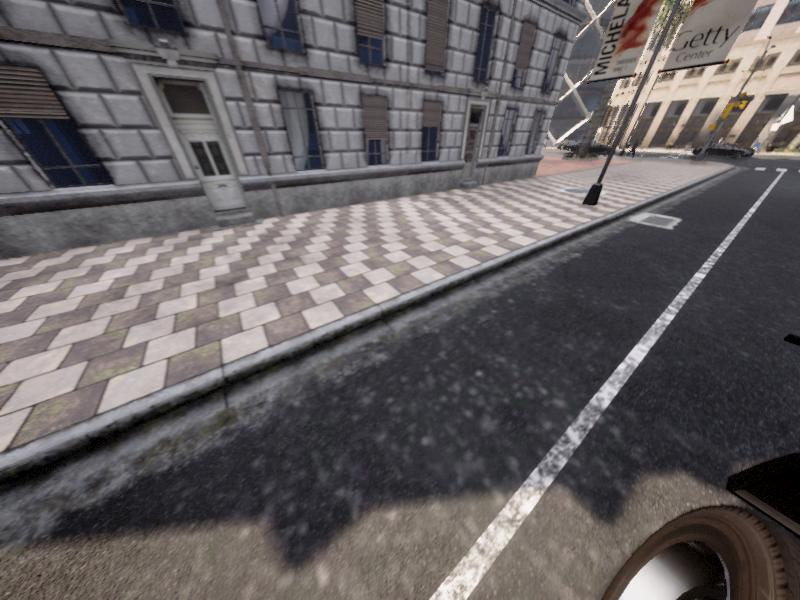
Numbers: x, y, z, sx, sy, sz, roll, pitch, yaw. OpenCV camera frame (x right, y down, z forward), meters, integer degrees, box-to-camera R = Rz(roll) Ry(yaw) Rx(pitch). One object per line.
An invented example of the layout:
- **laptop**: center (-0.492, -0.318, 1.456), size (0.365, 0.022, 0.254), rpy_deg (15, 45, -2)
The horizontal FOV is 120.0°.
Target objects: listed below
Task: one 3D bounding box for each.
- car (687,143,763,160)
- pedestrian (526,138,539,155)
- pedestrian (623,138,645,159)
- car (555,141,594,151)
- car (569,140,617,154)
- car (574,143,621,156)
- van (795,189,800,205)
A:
- **car**: center (38.150, -17.643, 27.294), size (2.128, 1.511, 4.902), rpy_deg (-22, 41, -28)
- **pedestrian**: center (17.789, -20.564, 30.994), size (0.751, 1.860, 0.751), rpy_deg (28, 44, 34)
- **pedestrian**: center (25.146, -16.296, 24.884), size (0.751, 1.860, 0.751), rpy_deg (12, 37, 17)
- **car**: center (32.455, -28.756, 43.189), size (5.357, 1.411, 2.033), rpy_deg (29, 45, 35)
- **car**: center (30.134, -24.042, 36.321), size (1.930, 1.638, 5.238), rpy_deg (-26, 43, -32)
- **car**: center (28.490, -21.909, 33.481), size (1.812, 1.442, 4.674), rpy_deg (-24, 42, -30)
- **van**: center (18.084, -4.961, 9.066), size (4.442, 1.987, 1.775), rpy_deg (-22, 41, -28)
